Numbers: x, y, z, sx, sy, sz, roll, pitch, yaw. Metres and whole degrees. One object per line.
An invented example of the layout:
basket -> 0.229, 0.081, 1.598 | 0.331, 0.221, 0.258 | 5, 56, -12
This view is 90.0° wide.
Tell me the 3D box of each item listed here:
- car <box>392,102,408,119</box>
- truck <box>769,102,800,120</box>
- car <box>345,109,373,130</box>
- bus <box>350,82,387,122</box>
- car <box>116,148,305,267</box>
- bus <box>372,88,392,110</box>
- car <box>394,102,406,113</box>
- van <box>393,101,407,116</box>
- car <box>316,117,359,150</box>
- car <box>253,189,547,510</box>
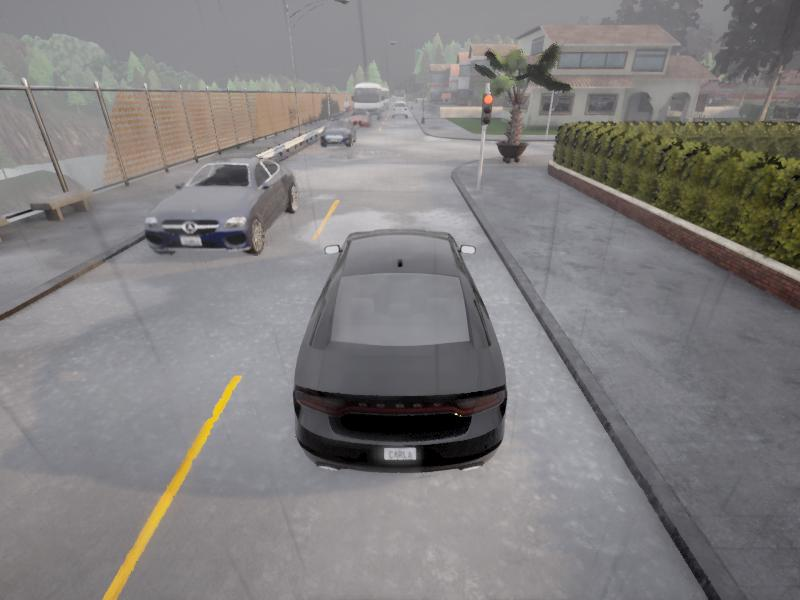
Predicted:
car -> 0.004, -27.129, 57.121 | 2.150, 2.045, 5.566 | 0, 27, 0
truck -> 53.533, -25.264, 53.425 | 2.390, 2.098, 6.274 | 0, 27, 0
car -> -3.996, -17.958, 39.700 | 2.242, 1.667, 4.611 | 0, 27, 0
bus -> -3.875, -26.070, 52.651 | 3.944, 4.253, 10.273 | 0, 27, 0
car -> -3.998, -2.532, 9.754 | 2.152, 1.651, 5.027 | 0, 27, 0
bus -> -3.873, -44.357, 88.198 | 3.944, 4.253, 10.273 | 0, 27, 0
car -> 0.005, -37.258, 77.372 | 2.242, 1.667, 4.611 | 0, 27, 0
van -> 0.004, -30.122, 62.951 | 2.069, 2.038, 4.480 | 0, 27, 0
car -> -3.996, -11.050, 26.312 | 2.033, 1.649, 4.856 | 0, 27, 0
car -> 0.002, -0.112, 5.141 | 1.882, 1.535, 5.008 | 0, 27, 0
